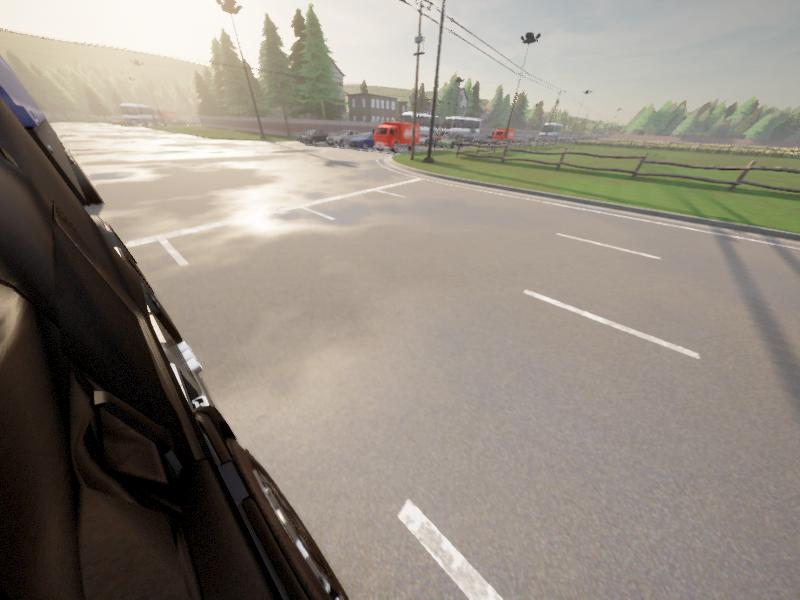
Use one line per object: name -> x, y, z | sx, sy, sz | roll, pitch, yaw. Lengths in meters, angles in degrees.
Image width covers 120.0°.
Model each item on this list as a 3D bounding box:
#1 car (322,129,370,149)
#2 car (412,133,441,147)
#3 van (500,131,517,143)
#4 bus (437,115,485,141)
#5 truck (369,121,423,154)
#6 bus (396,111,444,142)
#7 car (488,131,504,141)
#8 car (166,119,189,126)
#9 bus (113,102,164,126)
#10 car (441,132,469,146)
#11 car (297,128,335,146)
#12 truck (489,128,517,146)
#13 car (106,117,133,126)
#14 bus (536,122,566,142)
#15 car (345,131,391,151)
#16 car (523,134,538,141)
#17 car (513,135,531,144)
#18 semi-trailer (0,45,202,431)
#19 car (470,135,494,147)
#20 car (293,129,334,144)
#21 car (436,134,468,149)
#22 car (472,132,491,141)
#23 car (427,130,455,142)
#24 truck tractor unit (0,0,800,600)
car -> -6.087, -18.708, 26.748 | 2.152, 1.651, 5.027 | 26, 43, 28
car -> 3.716, -22.374, 32.281 | 1.970, 1.475, 3.806 | 28, 44, 30
van -> 24.709, -37.238, 52.751 | 1.775, 1.987, 4.442 | 28, 44, 30
bus -> 13.935, -39.126, 52.780 | 10.273, 4.253, 3.944 | -22, 43, -29
truck -> -0.302, -16.496, 23.425 | 2.627, 2.467, 5.204 | 26, 43, 28
bus -> 3.869, -33.053, 44.158 | 3.944, 4.253, 10.273 | 25, 42, 26
car -> 23.116, -39.388, 55.597 | 1.905, 1.878, 3.866 | 28, 44, 30
car -> -69.240, -55.315, 71.904 | 2.163, 1.488, 4.792 | 7, 37, 6
bus -> -65.071, -46.383, 57.973 | 3.944, 4.253, 10.273 | -11, 39, -17
car -> 8.941, -26.101, 37.356 | 2.242, 1.667, 4.611 | 28, 44, 30
car -> -9.840, -19.296, 27.378 | 1.789, 1.549, 3.705 | 25, 42, 27
truck -> 19.124, -30.227, 42.734 | 2.627, 2.467, 5.204 | 28, 44, 30
car -> -67.743, -43.234, 55.905 | 1.801, 1.575, 5.366 | -11, 39, -17
bus -> 42.549, -47.169, 65.044 | 3.944, 4.253, 10.273 | 28, 44, 30
car -> -3.317, -17.344, 25.164 | 1.882, 1.535, 5.008 | 26, 43, 28
car -> 36.421, -45.239, 64.418 | 2.128, 1.511, 4.902 | 28, 44, 30
car -> 26.769, -35.143, 50.598 | 1.994, 1.385, 4.181 | 28, 44, 30
semi-trailer -> -8.702, -3.598, 4.231 | 14.254, 4.402, 2.717 | 28, 44, 30
car -> 13.303, -25.733, 37.364 | 1.994, 1.385, 4.181 | 28, 44, 30
car -> -11.339, -21.648, 30.503 | 1.812, 1.442, 4.674 | 27, 43, 29
car -> 7.036, -21.414, 31.152 | 2.007, 1.525, 4.514 | 28, 44, 30
car -> 20.116, -40.438, 57.045 | 2.152, 1.651, 5.027 | 30, 45, 32
car -> 7.728, -31.209, 44.067 | 4.611, 1.667, 2.242 | -12, 39, -18
truck tractor unit -> -2.645, -0.295, 0.352 | 6.516, 4.208, 3.053 | 28, 44, 30
